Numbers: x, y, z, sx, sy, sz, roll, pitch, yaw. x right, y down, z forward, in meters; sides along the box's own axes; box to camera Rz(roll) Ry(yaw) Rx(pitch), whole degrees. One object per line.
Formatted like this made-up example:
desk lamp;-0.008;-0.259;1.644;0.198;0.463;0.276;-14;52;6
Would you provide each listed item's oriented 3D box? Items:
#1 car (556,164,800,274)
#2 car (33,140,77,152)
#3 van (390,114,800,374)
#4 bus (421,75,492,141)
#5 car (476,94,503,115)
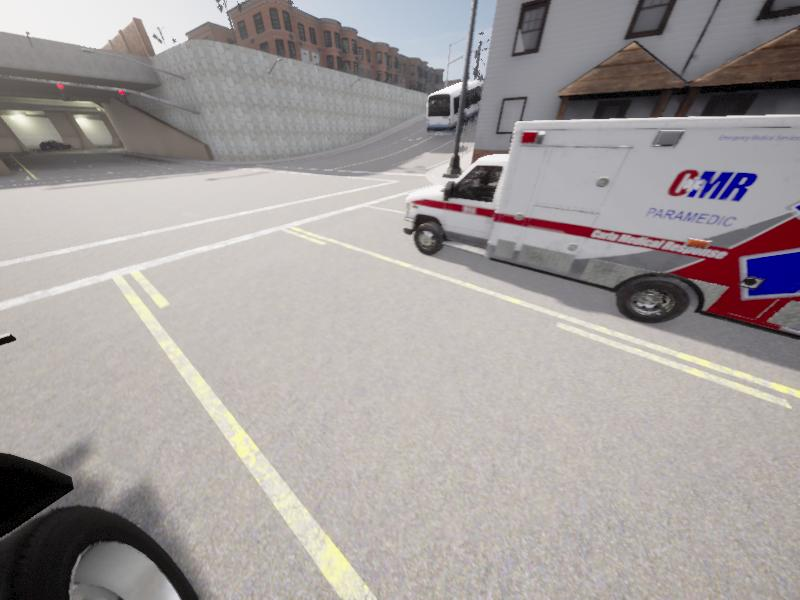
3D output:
car;6.628;-2.304;5.817;3.988;1.617;1.851;23;41;29
car;-61.132;-27.449;41.085;2.152;1.651;5.027;-16;38;-21
van;3.087;-1.644;4.145;6.366;2.431;2.351;23;41;29
bus;7.047;-23.389;28.135;3.944;4.253;10.273;23;55;28
car;13.400;-29.259;34.503;1.801;1.575;5.366;23;54;28
